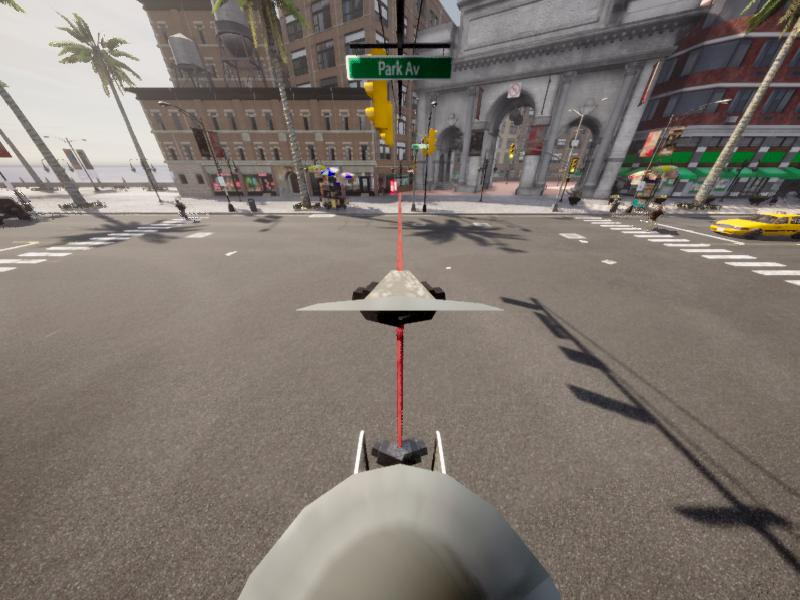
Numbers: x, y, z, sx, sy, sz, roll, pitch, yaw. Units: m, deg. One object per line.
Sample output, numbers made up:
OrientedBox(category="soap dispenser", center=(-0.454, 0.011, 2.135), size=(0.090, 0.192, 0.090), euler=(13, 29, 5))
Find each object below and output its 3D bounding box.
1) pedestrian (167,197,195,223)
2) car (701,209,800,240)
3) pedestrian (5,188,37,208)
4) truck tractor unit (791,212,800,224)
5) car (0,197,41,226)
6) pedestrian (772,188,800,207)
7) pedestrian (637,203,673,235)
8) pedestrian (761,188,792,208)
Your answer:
OrientedBox(category="pedestrian", center=(-17.729, -7.301, 18.742), size=(0.751, 1.860, 0.751), euler=(1, 30, 1))
OrientedBox(category="car", center=(23.571, -4.870, 14.862), size=(5.366, 1.575, 1.801), euler=(0, 30, 0))
OrientedBox(category="pedestrian", center=(-39.855, -10.711, 24.344), size=(0.751, 1.860, 0.751), euler=(-5, 30, -9))
OrientedBox(category="truck tractor unit", center=(35.517, -7.426, 16.642), size=(6.516, 4.208, 3.053), euler=(1, 30, 0))
OrientedBox(category="car", center=(-32.458, -7.059, 18.334), size=(3.866, 1.878, 1.905), euler=(0, 30, 1))
OrientedBox(category="pedestrian", center=(42.048, -11.127, 25.064), size=(0.751, 1.860, 0.751), euler=(0, 30, 0))
OrientedBox(category="pedestrian", center=(17.038, -5.432, 15.504), size=(0.751, 1.860, 0.751), euler=(7, 31, 12))
OrientedBox(category="pedestrian", center=(40.170, -10.892, 24.658), size=(0.751, 1.860, 0.751), euler=(-3, 30, -6))
